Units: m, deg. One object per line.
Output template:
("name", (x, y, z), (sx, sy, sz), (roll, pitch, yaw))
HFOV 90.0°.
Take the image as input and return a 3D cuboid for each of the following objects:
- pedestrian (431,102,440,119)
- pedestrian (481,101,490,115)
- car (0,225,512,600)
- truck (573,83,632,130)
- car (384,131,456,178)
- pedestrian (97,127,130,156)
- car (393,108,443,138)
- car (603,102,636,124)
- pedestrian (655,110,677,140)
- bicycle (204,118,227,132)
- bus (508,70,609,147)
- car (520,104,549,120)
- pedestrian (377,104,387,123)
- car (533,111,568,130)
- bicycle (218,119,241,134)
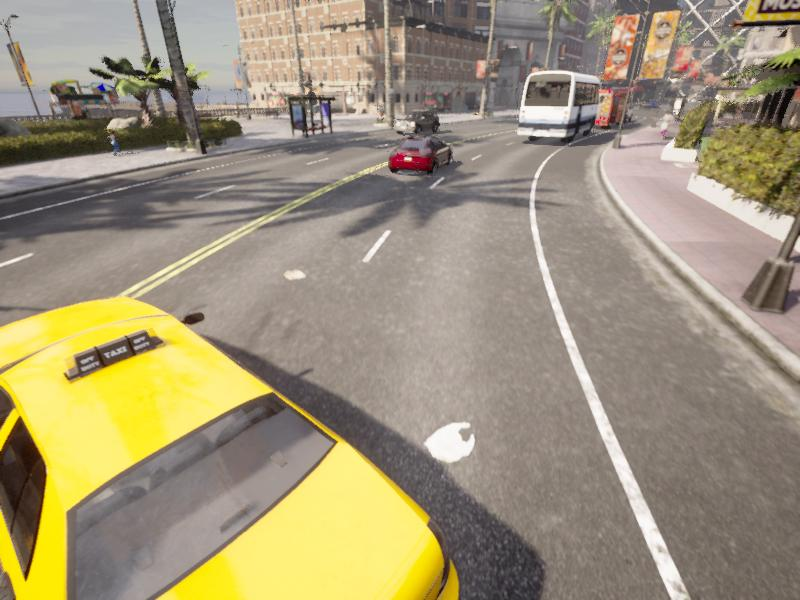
("pedestrian", (4.406, -23.740, 50.136), (0.751, 1.860, 0.751), (22, 34, 35))
("pedestrian", (12.453, -27.897, 58.190), (0.751, 1.860, 0.751), (22, 35, 36))
("car", (-2.119, 0.889, 3.137), (5.366, 1.575, 1.801), (21, 33, 35))
("truck", (20.229, -19.245, 39.681), (2.891, 3.827, 8.468), (18, 32, 31))
("car", (1.011, -6.621, 17.902), (1.994, 1.385, 4.181), (9, 29, 18))
("pedestrian", (-14.595, -8.068, 20.389), (0.751, 1.300, 0.751), (8, 28, 14))
("car", (1.505, -14.468, 32.526), (1.932, 1.855, 4.605), (17, 33, 29))
("car", (25.907, -22.083, 47.119), (2.150, 2.045, 5.566), (18, 33, 31))
("pedestrian", (18.187, -11.968, 27.344), (0.751, 1.860, 0.751), (18, 32, 31))
("bicycle", (-15.496, -14.714, 33.637), (0.373, 1.024, 1.643), (18, 32, 31))
("bus", (11.801, -14.060, 29.172), (3.944, 4.253, 10.273), (17, 32, 29))
("car", (17.925, -25.130, 53.291), (2.097, 1.767, 4.553), (18, 32, 31))
("pedestrian", (-1.941, -20.025, 42.940), (0.751, 1.860, 0.751), (13, 30, 23))
("car", (14.424, -17.224, 38.324), (1.970, 1.475, 3.806), (18, 32, 31))
("bicycle", (-13.849, -14.183, 32.609), (0.373, 1.024, 1.643), (18, 32, 31))
